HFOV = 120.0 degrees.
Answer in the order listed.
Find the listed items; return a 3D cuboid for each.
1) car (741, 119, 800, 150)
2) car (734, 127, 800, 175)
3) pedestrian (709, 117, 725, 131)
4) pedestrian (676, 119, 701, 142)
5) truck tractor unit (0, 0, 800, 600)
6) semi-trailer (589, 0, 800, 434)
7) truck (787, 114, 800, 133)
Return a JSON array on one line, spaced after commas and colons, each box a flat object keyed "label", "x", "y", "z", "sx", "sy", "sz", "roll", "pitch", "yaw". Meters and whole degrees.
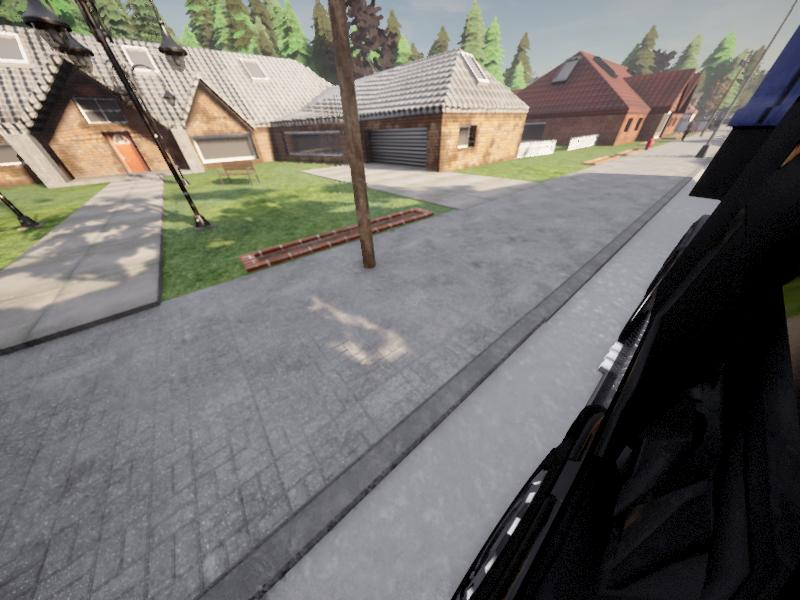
[{"label": "car", "x": 29.306, "y": -13.090, "z": 18.169, "sx": 4.553, "sy": 1.767, "sz": 2.097, "roll": -28, "pitch": 43, "yaw": -30}, {"label": "car", "x": 18.475, "y": -7.398, "z": 11.261, "sx": 5.366, "sy": 1.575, "sz": 1.801, "roll": -27, "pitch": 43, "yaw": -30}, {"label": "pedestrian", "x": 53.526, "y": -29.738, "z": 39.041, "sx": 0.751, "sy": 1.860, "sz": 0.751, "roll": -29, "pitch": 44, "yaw": -31}, {"label": "pedestrian", "x": 28.624, "y": -16.822, "z": 22.969, "sx": 0.751, "sy": 1.860, "sz": 0.751, "roll": -27, "pitch": 43, "yaw": -30}, {"label": "truck tractor unit", "x": 2.645, "y": -0.295, "z": 0.352, "sx": 6.516, "sy": 4.208, "sz": 3.053, "roll": -28, "pitch": 44, "yaw": -30}, {"label": "semi-trailer", "x": 9.293, "y": -3.096, "z": 3.566, "sx": 14.254, "sy": 4.402, "sz": 2.717, "roll": -21, "pitch": 40, "yaw": -23}, {"label": "truck", "x": 57.661, "y": -25.517, "z": 31.688, "sx": 8.468, "sy": 3.827, "sz": 2.891, "roll": -27, "pitch": 43, "yaw": -30}]
